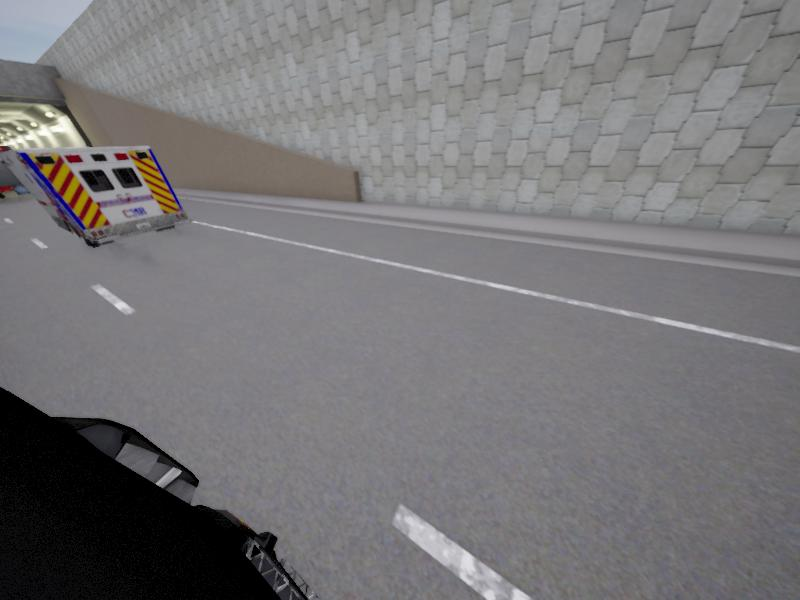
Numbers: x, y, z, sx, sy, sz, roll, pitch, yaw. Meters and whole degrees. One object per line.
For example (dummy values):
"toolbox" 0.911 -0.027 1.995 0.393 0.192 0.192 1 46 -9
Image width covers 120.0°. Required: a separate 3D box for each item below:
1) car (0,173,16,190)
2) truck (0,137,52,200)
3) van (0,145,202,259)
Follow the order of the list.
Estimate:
"car" -44.395 -12.924 25.140 4.674 1.442 1.812 16 38 26
"truck" -33.339 -10.729 18.909 8.468 3.827 2.891 16 38 26
"van" -10.046 -3.478 7.633 6.366 2.431 2.351 16 38 26
